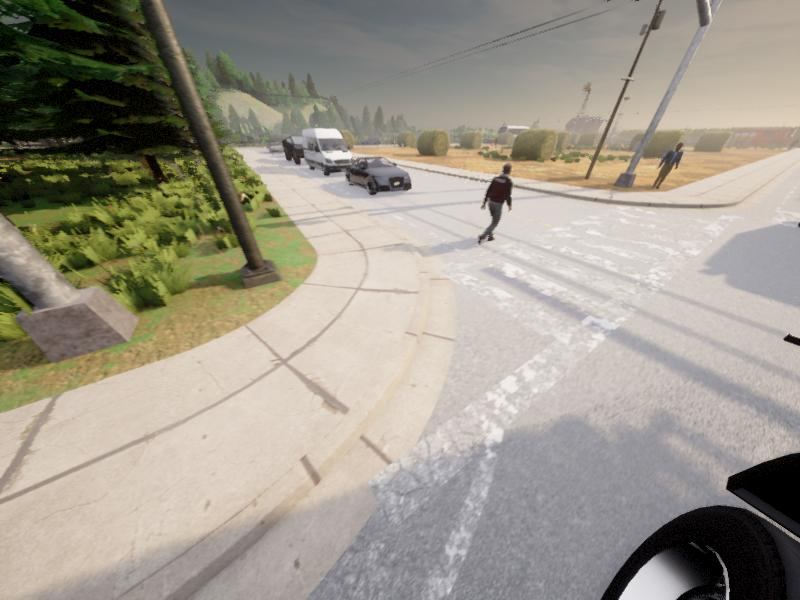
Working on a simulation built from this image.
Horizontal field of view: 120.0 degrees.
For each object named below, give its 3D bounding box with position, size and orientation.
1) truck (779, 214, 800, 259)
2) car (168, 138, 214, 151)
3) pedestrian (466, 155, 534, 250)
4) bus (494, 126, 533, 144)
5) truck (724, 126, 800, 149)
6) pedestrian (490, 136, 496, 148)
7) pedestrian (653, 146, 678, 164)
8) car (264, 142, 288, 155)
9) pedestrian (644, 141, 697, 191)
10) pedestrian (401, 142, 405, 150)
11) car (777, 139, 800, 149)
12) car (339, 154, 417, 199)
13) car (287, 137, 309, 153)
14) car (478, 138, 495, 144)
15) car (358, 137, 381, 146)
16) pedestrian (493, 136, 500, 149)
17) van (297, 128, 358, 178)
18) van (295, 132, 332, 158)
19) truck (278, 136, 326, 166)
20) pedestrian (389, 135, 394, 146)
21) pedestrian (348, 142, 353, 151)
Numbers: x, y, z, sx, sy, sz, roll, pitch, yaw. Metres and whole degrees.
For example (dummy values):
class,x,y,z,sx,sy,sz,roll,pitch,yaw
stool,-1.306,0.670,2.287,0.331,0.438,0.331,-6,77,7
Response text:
class,x,y,z,sx,sy,sz,roll,pitch,yaw
truck,11.685,-2.227,4.915,5.204,2.467,2.627,-20,40,-27
car,-34.183,-25.723,38.059,5.238,1.638,1.930,-18,40,-24
pedestrian,2.256,-2.259,5.413,0.751,1.860,0.751,-20,40,-26
bus,33.514,-48.877,68.437,10.273,4.253,3.944,-18,40,-24
truck,81.631,-36.762,52.262,2.891,3.827,8.468,-20,40,-26
pedestrian,17.885,-30.444,44.436,0.751,1.860,0.751,8,36,10
pedestrian,23.819,-13.062,20.751,0.751,1.300,0.751,-13,38,-18
car,-17.246,-21.112,32.087,1.895,1.301,4.718,-20,40,-26
pedestrian,12.099,-6.039,10.431,0.751,1.860,0.751,24,42,30
pedestrian,0.450,-24.161,36.257,0.500,1.100,0.500,-7,36,-10
car,87.672,-34.108,50.473,1.930,1.638,5.238,-20,40,-26
car,-1.211,-6.272,11.446,1.994,1.385,4.181,-20,40,-26
car,-15.625,-23.752,35.265,1.905,1.878,3.866,-20,41,-26
car,24.432,-44.716,64.977,4.193,1.474,1.816,-18,40,-24
car,-7.009,-36.893,53.778,4.856,1.649,2.033,-18,40,-24
pedestrian,16.565,-27.122,39.803,0.751,1.860,0.751,10,37,14
van,-5.192,-10.454,16.246,1.988,2.561,5.915,-20,40,-26
van,-10.877,-19.549,28.976,2.351,2.431,6.366,-20,40,-26
truck,-9.365,-14.185,21.794,2.390,2.098,6.274,-20,40,-26
pedestrian,-1.657,-32.922,47.778,0.751,1.860,0.751,-17,39,-23
pedestrian,-7.697,-23.777,35.707,0.500,1.100,0.500,-23,42,-29
